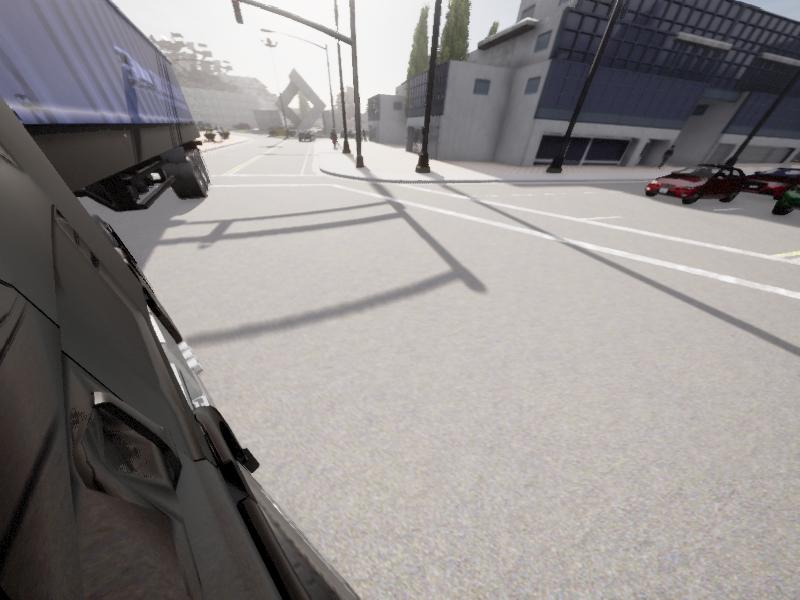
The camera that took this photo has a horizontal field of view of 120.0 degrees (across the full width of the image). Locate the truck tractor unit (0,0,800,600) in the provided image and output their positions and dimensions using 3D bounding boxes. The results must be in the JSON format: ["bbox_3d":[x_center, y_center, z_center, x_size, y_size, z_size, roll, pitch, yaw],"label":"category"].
[{"bbox_3d":[-2.645,-0.295,0.351,6.516,4.208,3.053,28,44,30],"label":"truck tractor unit"}]

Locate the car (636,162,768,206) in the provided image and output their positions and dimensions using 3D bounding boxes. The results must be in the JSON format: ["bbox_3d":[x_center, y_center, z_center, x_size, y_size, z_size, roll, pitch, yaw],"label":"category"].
[{"bbox_3d":[13.962,-5.481,10.824,4.193,1.474,1.816,-8,38,-14],"label":"car"}]

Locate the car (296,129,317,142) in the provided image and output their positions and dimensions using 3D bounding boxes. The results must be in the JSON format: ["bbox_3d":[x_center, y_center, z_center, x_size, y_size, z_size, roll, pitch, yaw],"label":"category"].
[{"bbox_3d":[-15.037,-26.597,37.342,1.837,1.490,4.892,-1,37,-5],"label":"car"}]

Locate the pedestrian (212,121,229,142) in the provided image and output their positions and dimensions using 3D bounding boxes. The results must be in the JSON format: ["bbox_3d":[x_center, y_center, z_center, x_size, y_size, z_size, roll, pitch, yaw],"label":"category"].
[{"bbox_3d":[-20.002,-18.723,25.714,0.751,1.860,0.751,-7,38,-13],"label":"pedestrian"}]

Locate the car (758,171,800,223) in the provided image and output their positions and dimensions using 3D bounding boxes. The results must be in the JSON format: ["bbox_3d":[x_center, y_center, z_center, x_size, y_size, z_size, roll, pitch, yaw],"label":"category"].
[{"bbox_3d":[17.502,-4.026,8.609,5.566,2.045,2.150,-8,38,-15],"label":"car"}]

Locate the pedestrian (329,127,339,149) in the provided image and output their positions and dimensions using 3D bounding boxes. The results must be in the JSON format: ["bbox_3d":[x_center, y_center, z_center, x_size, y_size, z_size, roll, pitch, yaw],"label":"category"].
[{"bbox_3d":[-7.196,-17.602,25.140,0.751,1.860,0.751,-4,37,-10],"label":"pedestrian"}]

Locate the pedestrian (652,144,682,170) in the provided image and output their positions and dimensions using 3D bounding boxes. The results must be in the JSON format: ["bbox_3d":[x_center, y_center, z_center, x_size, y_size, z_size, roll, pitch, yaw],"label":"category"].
[{"bbox_3d":[23.666,-12.692,20.505,0.751,1.860,0.751,-13,39,-21],"label":"pedestrian"}]

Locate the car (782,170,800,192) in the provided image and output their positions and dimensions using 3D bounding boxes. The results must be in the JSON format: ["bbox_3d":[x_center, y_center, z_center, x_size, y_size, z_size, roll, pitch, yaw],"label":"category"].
[{"bbox_3d":[27.366,-7.525,14.292,4.974,1.542,2.038,-9,38,-14],"label":"car"}]

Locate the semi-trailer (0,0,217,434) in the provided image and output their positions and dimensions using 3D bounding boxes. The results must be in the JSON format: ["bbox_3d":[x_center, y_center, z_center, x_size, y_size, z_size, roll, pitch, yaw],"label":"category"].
[{"bbox_3d":[-7.123,-4.339,5.340,2.717,4.402,14.254,-18,41,-25],"label":"semi-trailer"}]

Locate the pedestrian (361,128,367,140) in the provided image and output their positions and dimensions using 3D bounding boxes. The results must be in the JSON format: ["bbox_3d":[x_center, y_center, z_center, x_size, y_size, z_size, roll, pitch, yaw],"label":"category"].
[{"bbox_3d":[-7.075,-32.686,45.574,0.751,1.860,0.751,-23,44,-31],"label":"pedestrian"}]

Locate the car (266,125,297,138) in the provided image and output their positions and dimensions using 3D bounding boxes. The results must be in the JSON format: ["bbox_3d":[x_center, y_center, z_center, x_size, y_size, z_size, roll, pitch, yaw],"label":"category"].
[{"bbox_3d":[-22.451,-32.045,43.856,4.605,1.855,1.932,-3,38,-7],"label":"car"}]

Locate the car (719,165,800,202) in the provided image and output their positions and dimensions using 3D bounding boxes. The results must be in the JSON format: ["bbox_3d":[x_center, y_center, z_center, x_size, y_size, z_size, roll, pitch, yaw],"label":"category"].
[{"bbox_3d":[20.731,-6.434,12.646,4.181,1.385,1.994,-8,37,-13],"label":"car"}]
